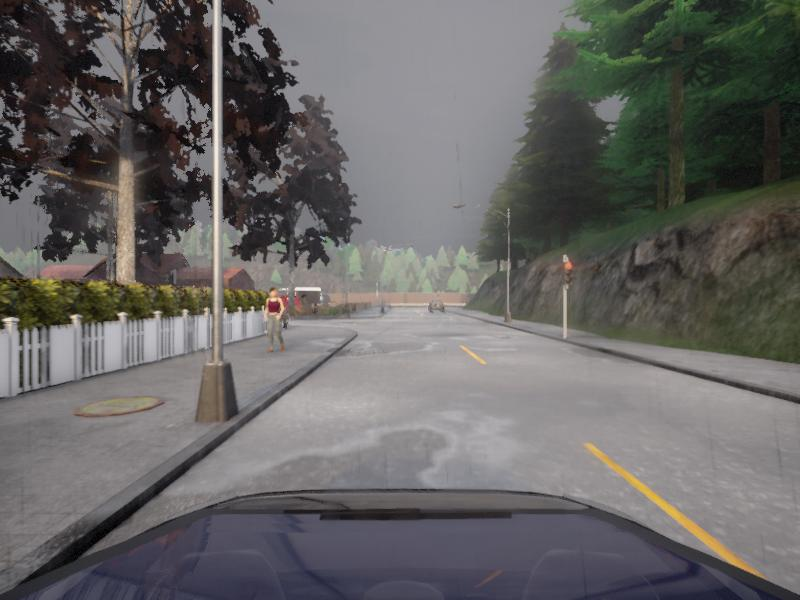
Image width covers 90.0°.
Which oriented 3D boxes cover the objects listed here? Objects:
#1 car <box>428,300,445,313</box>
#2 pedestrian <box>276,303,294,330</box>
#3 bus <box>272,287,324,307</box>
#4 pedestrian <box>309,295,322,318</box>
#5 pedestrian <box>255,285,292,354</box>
[{"bbox_3d":[4.573,0.806,50.593,1.789,1.549,3.705,0,0,0],"label":"car"},{"bbox_3d":[-5.733,0.802,19.967,0.751,1.300,0.751,0,0,-24],"label":"pedestrian"},{"bbox_3d":[-21.996,-0.550,87.084,10.273,4.253,3.944,0,0,0],"label":"bus"},{"bbox_3d":[-7.003,0.530,33.148,0.751,1.860,0.751,0,0,-41],"label":"pedestrian"},{"bbox_3d":[-3.481,0.523,11.076,0.751,1.860,0.751,0,0,3],"label":"pedestrian"}]
